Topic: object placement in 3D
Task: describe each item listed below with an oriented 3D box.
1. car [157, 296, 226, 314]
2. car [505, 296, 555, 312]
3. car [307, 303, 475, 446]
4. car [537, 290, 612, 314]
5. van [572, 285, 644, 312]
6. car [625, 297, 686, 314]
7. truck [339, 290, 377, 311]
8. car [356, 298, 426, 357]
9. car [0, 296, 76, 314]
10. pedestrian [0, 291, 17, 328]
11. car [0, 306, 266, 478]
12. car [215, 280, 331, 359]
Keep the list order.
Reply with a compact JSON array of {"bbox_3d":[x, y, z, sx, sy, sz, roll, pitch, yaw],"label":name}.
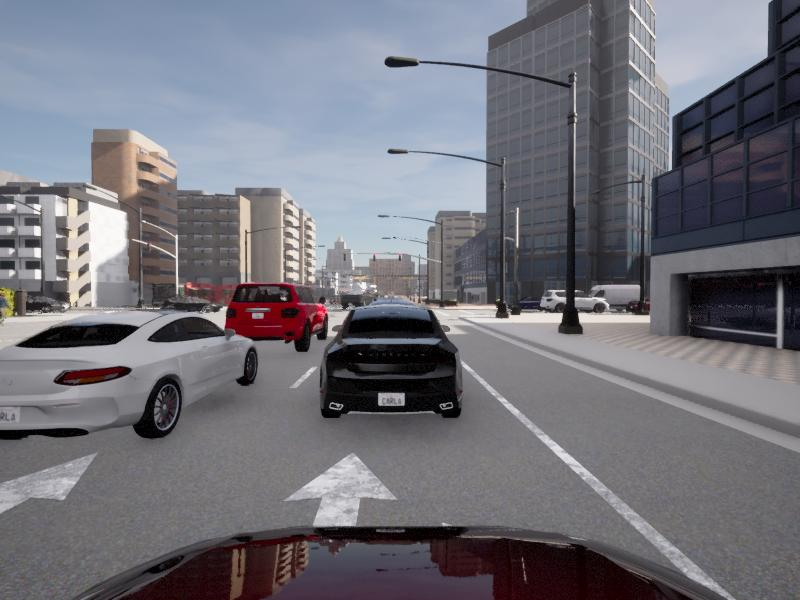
[{"bbox_3d":[-17.977,0.437,34.694,4.792,1.488,2.163,0,1,-4],"label":"car"},{"bbox_3d":[12.427,0.376,38.379,4.193,1.474,1.816,0,1,-1],"label":"car"},{"bbox_3d":[-0.149,0.835,6.827,1.837,1.490,4.892,0,0,-1],"label":"car"},{"bbox_3d":[15.170,0.153,34.941,5.566,2.045,2.150,0,1,-1],"label":"car"},{"bbox_3d":[19.906,-0.155,38.479,5.915,2.561,1.988,0,1,-1],"label":"van"},{"bbox_3d":[22.343,0.440,35.044,4.193,1.474,1.816,0,1,-1],"label":"car"},{"bbox_3d":[-4.430,0.005,43.722,2.390,2.098,6.274,1,1,11],"label":"truck"},{"bbox_3d":[-0.289,0.737,13.310,1.882,1.535,5.008,0,1,-1],"label":"car"},{"bbox_3d":[-31.033,0.413,34.245,4.902,1.511,2.128,0,1,-1],"label":"car"},{"bbox_3d":[-20.222,0.451,20.324,0.751,1.860,0.751,0,1,-3],"label":"pedestrian"},{"bbox_3d":[-3.631,0.861,5.908,1.812,1.442,4.674,0,0,-1],"label":"car"},{"bbox_3d":[-3.796,0.479,13.206,2.150,2.045,5.566,0,1,-1],"label":"car"}]
